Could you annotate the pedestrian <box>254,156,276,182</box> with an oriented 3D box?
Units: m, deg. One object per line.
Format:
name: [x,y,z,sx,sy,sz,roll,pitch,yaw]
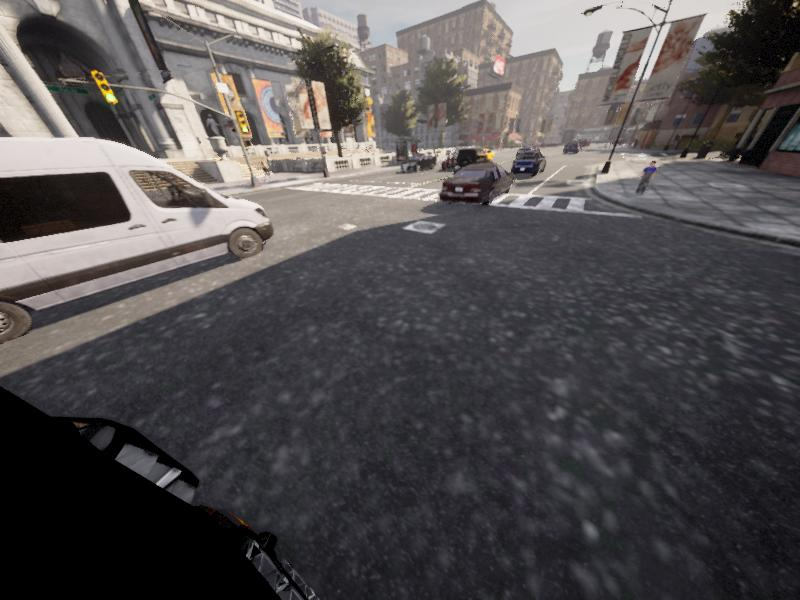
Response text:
pedestrian: [-11.613,-11.291,19.914,0.751,1.860,0.751,14,37,23]

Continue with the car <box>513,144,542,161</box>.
car: [16.705,-19.278,30.153,2.152,1.651,5.027,20,40,30]

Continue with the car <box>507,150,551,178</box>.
car: [9.572,-10.097,17.049,1.816,1.474,4.193,20,40,30]

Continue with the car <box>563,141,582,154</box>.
car: [27.850,-24.696,37.408,1.851,1.617,3.988,14,37,24]

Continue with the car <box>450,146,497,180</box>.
car: [5.532,-10.349,17.385,1.905,1.878,3.866,20,40,30]

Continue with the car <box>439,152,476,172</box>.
car: [5.731,-13.621,22.764,1.994,1.385,4.181,19,40,30]

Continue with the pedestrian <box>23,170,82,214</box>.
pedestrian: [-17.074,-5.335,11.395,0.751,1.860,0.751,19,40,30]

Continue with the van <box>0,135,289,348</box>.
van: [-5.750,-1.500,4.401,1.988,2.561,5.915,20,40,30]

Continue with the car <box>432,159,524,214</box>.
car: [3.681,-5.316,10.406,2.033,1.411,5.357,20,40,30]

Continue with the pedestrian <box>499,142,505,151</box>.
pedestrian: [25.633,-38.674,58.083,0.751,1.860,0.751,26,43,36]

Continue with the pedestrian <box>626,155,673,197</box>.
pedestrian: [9.355,-4.676,8.744,0.751,1.300,0.751,22,41,33]

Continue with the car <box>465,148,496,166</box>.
car: [9.578,-16.913,27.252,1.882,1.535,5.008,19,39,29]

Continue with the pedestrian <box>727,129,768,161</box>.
pedestrian: [24.875,-11.079,16.605,0.751,1.860,0.751,20,40,30]

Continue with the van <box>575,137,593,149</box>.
van: [40.925,-34.835,51.258,1.775,1.987,4.442,27,44,37]

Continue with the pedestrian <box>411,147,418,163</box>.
pedestrian: [2.100,-20.784,33.080,0.751,1.860,0.751,20,40,30]

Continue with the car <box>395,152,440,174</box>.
car: [1.896,-13.888,23.351,2.128,1.511,4.902,20,40,30]

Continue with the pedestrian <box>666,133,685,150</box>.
pedestrian: [36.868,-21.260,30.949,0.751,1.860,0.751,14,37,24]

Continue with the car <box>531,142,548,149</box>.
car: [39.322,-43.575,65.025,4.674,1.452,2.002,-23,38,-27]
